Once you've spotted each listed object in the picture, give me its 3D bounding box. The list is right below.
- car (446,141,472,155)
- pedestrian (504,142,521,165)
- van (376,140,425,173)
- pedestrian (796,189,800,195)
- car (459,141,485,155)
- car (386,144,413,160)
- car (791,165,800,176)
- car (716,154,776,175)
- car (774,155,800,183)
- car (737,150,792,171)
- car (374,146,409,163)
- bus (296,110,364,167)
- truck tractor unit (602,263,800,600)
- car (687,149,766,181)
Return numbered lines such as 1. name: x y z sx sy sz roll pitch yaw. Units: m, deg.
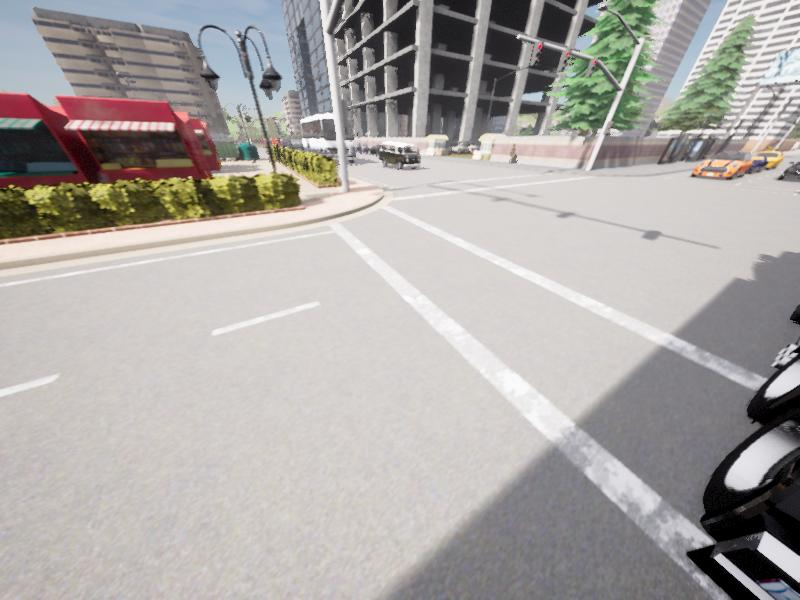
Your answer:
1. car: 9.973 -25.753 39.112 1.905 1.878 3.866 -18 39 -24
2. pedestrian: 11.275 -14.691 23.181 0.751 1.860 0.751 -10 36 -15
3. van: -0.105 -12.839 20.539 2.069 2.038 4.480 -21 43 -28
4. pedestrian: 20.922 -6.116 11.288 0.751 1.860 0.751 -21 40 -28
5. car: 12.520 -26.582 40.326 1.905 1.878 3.866 -18 39 -24
6. car: -0.116 -20.623 32.132 1.851 1.617 3.988 -18 39 -25
7. car: 35.371 -11.320 19.281 4.892 1.490 1.837 -18 39 -24
8. car: 30.419 -11.940 20.300 4.718 1.301 1.895 -18 39 -24
9. car: 29.123 -9.293 16.311 4.892 1.490 1.837 -18 39 -24
10. car: 36.429 -13.987 23.084 5.008 1.535 1.882 -18 39 -24
11. car: -1.101 -17.575 27.828 2.128 1.511 4.902 -18 39 -25
12. bus: -7.967 -17.668 25.502 3.944 4.253 10.273 -18 39 -25
13. truck tractor unit: 5.102 -0.311 0.781 6.516 4.208 3.053 -19 39 -24
14. car: 24.350 -10.176 17.275 4.553 1.767 2.097 -18 39 -24
